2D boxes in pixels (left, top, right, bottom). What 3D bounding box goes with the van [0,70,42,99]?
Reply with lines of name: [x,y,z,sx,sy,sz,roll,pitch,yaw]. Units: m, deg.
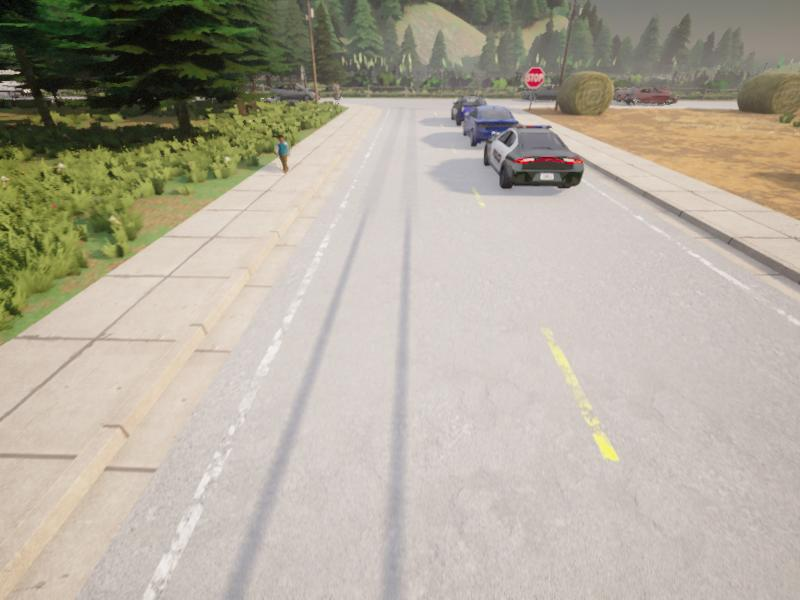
van: [-41.334,-22.386,41.458,5.915,2.561,1.988,1,30,2]

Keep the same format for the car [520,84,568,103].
car: [13.938,-20.091,38.882,3.806,1.475,1.970,2,30,3]

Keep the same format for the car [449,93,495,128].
car: [4.241,-11.548,24.248,2.007,1.525,4.514,1,30,1]

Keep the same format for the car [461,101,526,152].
car: [4.073,-8.056,18.268,1.882,1.535,5.008,1,30,1]

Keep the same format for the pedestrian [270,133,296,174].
pedestrian: [-3.538,-4.458,12.161,0.500,1.100,0.500,0,30,0]

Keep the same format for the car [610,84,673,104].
car: [23.015,-19.751,38.302,4.514,1.525,2.007,2,30,3]

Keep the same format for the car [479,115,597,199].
car: [3.902,-4.627,12.415,2.038,1.542,4.974,1,30,1]

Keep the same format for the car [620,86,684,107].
car: [22.176,-17.991,35.341,4.193,1.474,1.816,2,30,4]

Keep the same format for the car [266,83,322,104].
car: [-9.799,-19.243,37.250,4.514,1.525,2.007,3,30,5]

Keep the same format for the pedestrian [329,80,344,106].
pedestrian: [-5.076,-16.698,32.262,0.751,1.860,0.751,27,39,37]
